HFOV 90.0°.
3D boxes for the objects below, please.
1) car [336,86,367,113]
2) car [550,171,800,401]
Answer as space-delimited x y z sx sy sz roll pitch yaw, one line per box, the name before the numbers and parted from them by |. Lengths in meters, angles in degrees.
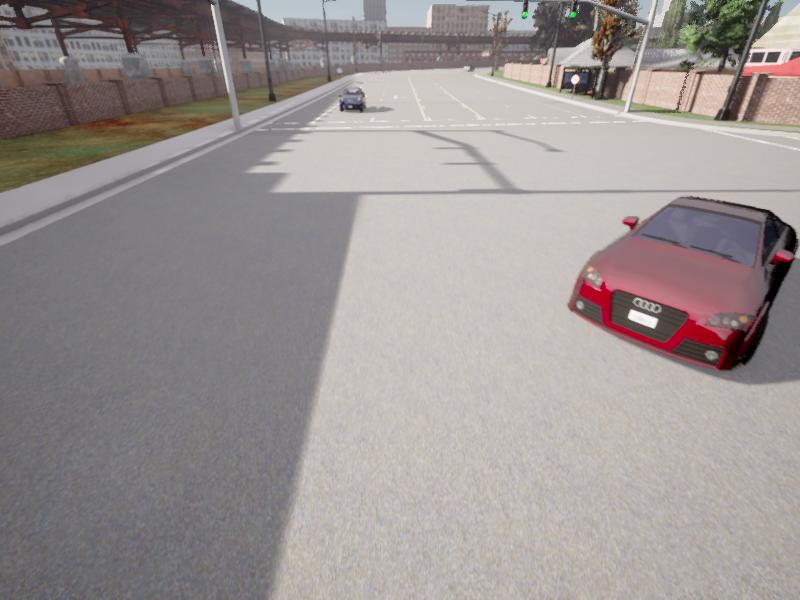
car | -3.497 -14.871 29.615 1.845 1.501 3.633 0 31 0
car | 4.243 -0.640 5.716 4.181 1.385 1.994 -26 39 -37
